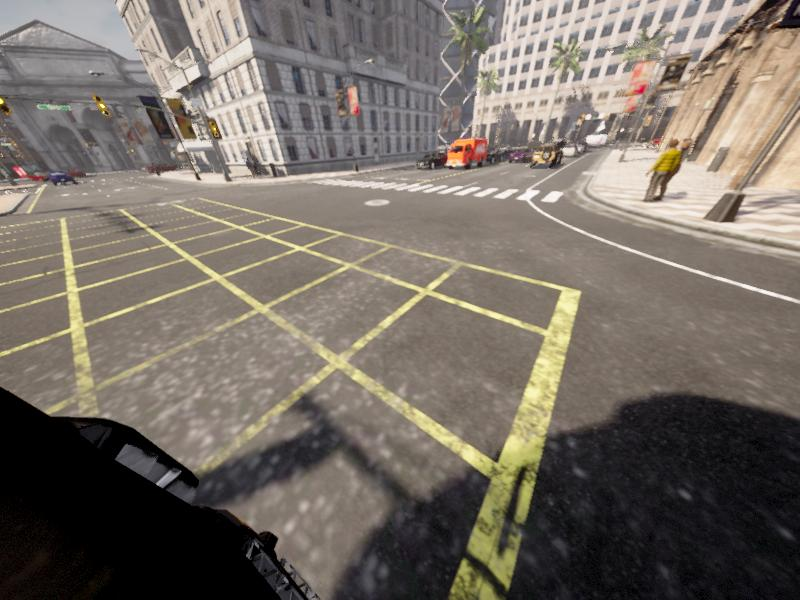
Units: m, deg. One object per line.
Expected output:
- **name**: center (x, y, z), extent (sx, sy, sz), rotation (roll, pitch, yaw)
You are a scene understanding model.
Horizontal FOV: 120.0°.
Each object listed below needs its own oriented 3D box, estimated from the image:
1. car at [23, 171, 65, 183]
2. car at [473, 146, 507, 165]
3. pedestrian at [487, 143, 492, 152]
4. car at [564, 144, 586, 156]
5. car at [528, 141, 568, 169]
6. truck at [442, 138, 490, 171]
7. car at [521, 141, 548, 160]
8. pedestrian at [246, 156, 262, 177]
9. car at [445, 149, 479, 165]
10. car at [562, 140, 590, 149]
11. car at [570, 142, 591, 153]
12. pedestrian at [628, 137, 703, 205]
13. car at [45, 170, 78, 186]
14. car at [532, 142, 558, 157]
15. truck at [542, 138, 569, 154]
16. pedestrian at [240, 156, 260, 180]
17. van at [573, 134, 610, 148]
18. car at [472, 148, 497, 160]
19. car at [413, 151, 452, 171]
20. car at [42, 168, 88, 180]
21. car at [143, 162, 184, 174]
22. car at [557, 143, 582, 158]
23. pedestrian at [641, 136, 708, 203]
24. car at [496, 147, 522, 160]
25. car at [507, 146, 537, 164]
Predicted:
- **car**: center (-52.756, -18.201, 34.273), extent (4.718, 1.301, 1.895), rotation (9, 36, 18)
- **car**: center (11.088, -17.762, 28.293), extent (1.930, 1.638, 5.238), rotation (22, 41, 32)
- **pedestrian**: center (23.775, -40.440, 61.136), extent (0.751, 1.860, 0.751), rotation (22, 41, 33)
- **car**: center (26.342, -22.641, 34.741), extent (1.895, 1.301, 4.718), rotation (22, 41, 32)
- **car**: center (13.884, -13.636, 21.663), extent (1.932, 1.855, 4.605), rotation (22, 41, 32)
- **truck**: center (6.744, -14.853, 23.513), extent (2.627, 2.467, 5.204), rotation (21, 41, 32)
- **car**: center (17.767, -19.676, 30.419), extent (1.905, 1.878, 3.866), rotation (22, 41, 32)
- **pedestrian**: center (-15.552, -14.266, 24.612), extent (0.751, 1.860, 0.751), rotation (-28, 41, -32)
- **car**: center (8.065, -18.552, 29.941), extent (2.033, 1.411, 5.357), rotation (22, 41, 32)
- **car**: center (40.737, -35.952, 53.450), extent (4.792, 1.488, 2.163), rotation (-11, 34, -11)
- **car**: center (30.806, -26.012, 39.367), extent (2.033, 1.411, 5.357), rotation (22, 41, 33)
- **pedestrian**: center (8.584, -4.205, 7.599), extent (0.751, 1.860, 0.751), rotation (11, 36, 20)
- **car**: center (-43.395, -15.644, 29.562), extent (4.674, 1.442, 1.812), rotation (21, 40, 31)
- **car**: center (21.949, -22.702, 34.865), extent (1.930, 1.638, 5.238), rotation (22, 41, 33)
- **truck**: center (26.996, -26.635, 39.965), extent (2.390, 2.098, 6.274), rotation (22, 41, 32)
- **pedestrian**: center (-13.932, -12.280, 21.501), extent (0.751, 1.860, 0.751), rotation (13, 37, 22)
- **van**: center (47.696, -39.693, 57.659), extent (6.366, 2.431, 2.351), rotation (22, 41, 32)
- **car**: center (12.671, -21.959, 34.722), extent (1.994, 1.385, 4.181), rotation (21, 41, 32)
- **car**: center (3.582, -15.211, 25.181), extent (1.837, 1.490, 4.892), rotation (21, 41, 32)
- **car**: center (-57.592, -21.758, 39.827), extent (1.816, 1.474, 4.193), rotation (22, 41, 32)
- **car**: center (-44.133, -24.796, 43.290), extent (1.882, 1.535, 5.008), rotation (6, 35, 15)
- **car**: center (22.632, -19.990, 30.837), extent (1.845, 1.501, 3.633), rotation (22, 41, 32)
- **pedestrian**: center (9.186, -4.377, 7.810), extent (0.751, 1.860, 0.751), rotation (-30, 42, -34)
- **car**: center (15.708, -21.058, 33.130), extent (1.994, 1.385, 4.181), rotation (23, 41, 33)
- **car**: center (14.107, -16.779, 26.730), extent (1.816, 1.474, 4.193), rotation (22, 41, 32)
